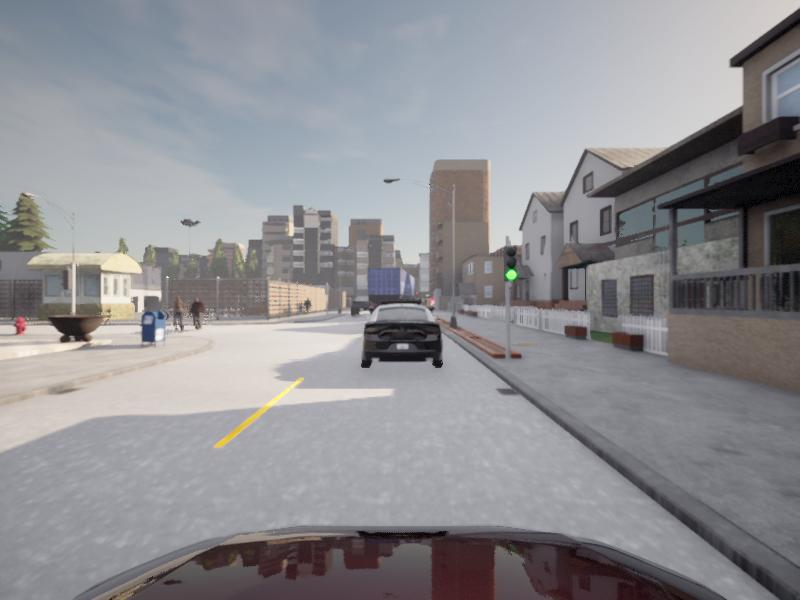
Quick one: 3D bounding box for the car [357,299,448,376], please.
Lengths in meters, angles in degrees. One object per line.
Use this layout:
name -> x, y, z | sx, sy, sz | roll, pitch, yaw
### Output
car -> 0.043, 0.785, 11.099 | 1.930, 1.638, 5.238 | 0, 0, 0

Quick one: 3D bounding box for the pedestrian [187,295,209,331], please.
pedestrian -> -10.430, 0.664, 20.692 | 0.751, 1.860, 0.751 | 0, 0, -1

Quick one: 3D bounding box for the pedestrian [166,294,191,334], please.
pedestrian -> -10.422, 0.662, 18.834 | 0.751, 1.860, 0.751 | 0, 0, 0

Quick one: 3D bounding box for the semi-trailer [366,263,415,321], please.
semi-trailer -> -0.436, -0.569, 37.523 | 2.717, 4.402, 14.254 | 0, 0, 6

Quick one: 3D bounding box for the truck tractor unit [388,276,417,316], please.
truck tractor unit -> 0.225, -0.452, 45.401 | 3.053, 4.208, 6.516 | 0, 0, 0

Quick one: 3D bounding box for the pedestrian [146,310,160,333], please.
pedestrian -> -11.994, 1.042, 19.434 | 0.500, 1.100, 0.500 | 0, 0, -41

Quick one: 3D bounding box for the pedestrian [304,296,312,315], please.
pedestrian -> -9.127, 0.585, 39.652 | 0.751, 1.860, 0.751 | 0, 0, -7

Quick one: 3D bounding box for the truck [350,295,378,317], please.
truck -> -3.795, 0.597, 42.958 | 2.390, 2.098, 6.274 | 0, 0, 0

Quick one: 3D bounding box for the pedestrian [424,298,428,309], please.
pedestrian -> 4.474, 0.613, 68.871 | 0.751, 1.860, 0.751 | 0, 0, 2
